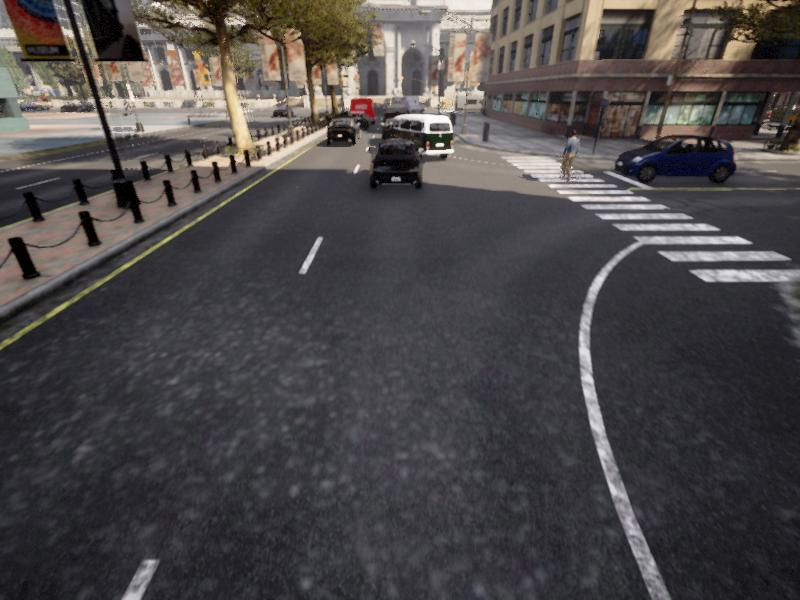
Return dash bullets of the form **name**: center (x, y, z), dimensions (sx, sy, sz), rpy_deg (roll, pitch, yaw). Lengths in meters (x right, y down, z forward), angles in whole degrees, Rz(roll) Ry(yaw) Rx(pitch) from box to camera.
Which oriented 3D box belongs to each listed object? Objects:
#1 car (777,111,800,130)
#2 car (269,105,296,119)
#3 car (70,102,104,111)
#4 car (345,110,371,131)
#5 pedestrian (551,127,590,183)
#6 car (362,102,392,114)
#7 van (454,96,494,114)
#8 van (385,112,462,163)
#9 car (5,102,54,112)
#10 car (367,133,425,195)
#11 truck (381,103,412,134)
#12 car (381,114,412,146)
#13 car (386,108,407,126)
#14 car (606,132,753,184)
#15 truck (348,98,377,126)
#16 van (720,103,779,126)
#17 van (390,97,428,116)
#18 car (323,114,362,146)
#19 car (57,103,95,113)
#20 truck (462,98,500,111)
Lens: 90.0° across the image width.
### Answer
- **car**: center (37.659, -16.277, 36.378), dimensions (1.882, 1.535, 5.008), rpy_deg (0, 27, 0)
- **car**: center (-15.446, -24.972, 53.062), dimensions (2.033, 1.411, 5.357), rpy_deg (0, 27, 0)
- **car**: center (-54.921, -33.987, 70.266), dimensions (4.181, 1.385, 1.994), rpy_deg (-3, 28, -6)
- **car**: center (-3.806, -16.516, 36.735), dimensions (1.970, 1.475, 3.806), rpy_deg (0, 27, 0)
- **pedestrian**: center (6.323, -5.393, 14.889), dimensions (0.751, 1.860, 0.751), rpy_deg (-4, 28, -7)
- **car**: center (-3.626, -30.872, 64.319), dimensions (4.611, 1.667, 2.242), rpy_deg (0, 27, 0)
- **van**: center (11.763, -31.327, 64.124), dimensions (5.915, 2.561, 1.988), rpy_deg (0, 27, 0)
- **van**: center (1.036, -8.572, 20.846), dimensions (2.069, 2.038, 4.480), rpy_deg (-12, 30, -22)
- **car**: center (-61.246, -31.904, 66.210), dimensions (5.357, 1.411, 2.033), rpy_deg (-7, 28, -13)
- **car**: center (-0.146, -5.270, 15.075), dimensions (1.837, 1.490, 4.892), rpy_deg (0, 27, 0)
- **truck**: center (-0.295, -15.927, 34.942), dimensions (2.390, 2.098, 6.274), rpy_deg (0, 27, 0)
- **car**: center (-0.237, -11.682, 27.264), dimensions (1.930, 1.638, 5.238), rpy_deg (0, 27, 0)
- **car**: center (-0.353, -19.644, 42.737), dimensions (2.128, 1.511, 4.902), rpy_deg (0, 27, 0)
- **car**: center (10.589, -5.512, 15.463), dimensions (3.988, 1.617, 1.851), rpy_deg (1, 27, 2)
- **truck**: center (-3.851, -19.959, 42.288), dimensions (2.627, 2.467, 5.204), rpy_deg (0, 27, 0)
- **van**: center (37.596, -20.114, 43.222), dimensions (2.069, 2.038, 4.480), rpy_deg (0, 27, 0)
- **van**: center (1.442, -29.161, 60.066), dimensions (2.351, 2.431, 6.366), rpy_deg (19, 33, 31)
- **car**: center (-3.735, -11.551, 26.996), dimensions (1.930, 1.638, 5.238), rpy_deg (0, 28, 0)
- **car**: center (-51.968, -30.808, 64.155), dimensions (4.181, 1.385, 1.994), rpy_deg (0, 27, 0)
- **truck**: center (14.776, -35.955, 73.566), dimensions (6.274, 2.098, 2.390), rpy_deg (0, 27, 0)
